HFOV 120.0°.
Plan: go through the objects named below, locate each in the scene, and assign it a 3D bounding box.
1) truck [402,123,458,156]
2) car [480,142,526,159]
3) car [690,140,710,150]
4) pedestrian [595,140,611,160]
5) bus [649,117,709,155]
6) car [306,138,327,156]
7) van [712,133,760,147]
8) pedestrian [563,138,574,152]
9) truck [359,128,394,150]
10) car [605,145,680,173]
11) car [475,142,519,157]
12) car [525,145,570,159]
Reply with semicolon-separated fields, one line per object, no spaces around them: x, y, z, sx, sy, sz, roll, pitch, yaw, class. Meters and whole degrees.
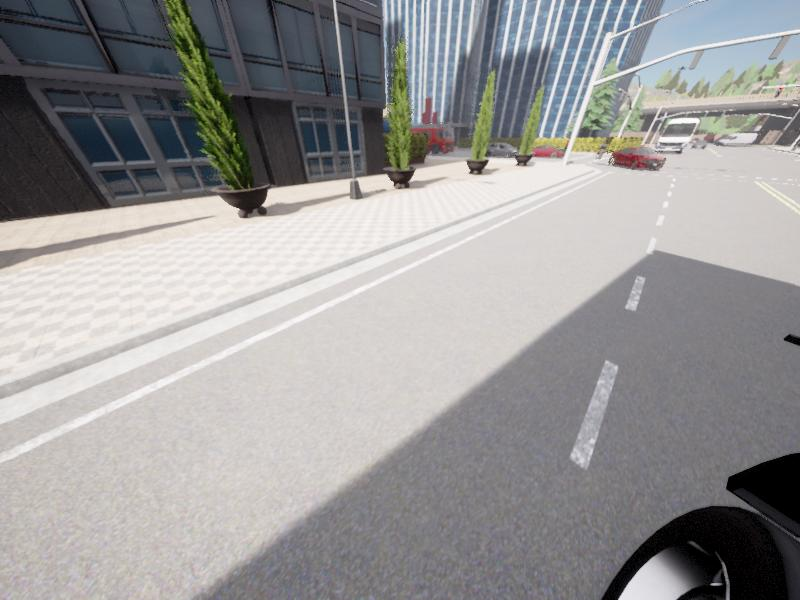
4.374;-25.189;36.318;2.891;3.827;8.468;-30;45;-35;truck
13.149;-19.261;29.691;2.242;1.667;4.611;-30;45;-35;car
58.301;-30.157;44.929;4.674;1.442;1.812;-30;45;-35;car
23.360;-17.329;26.641;0.751;1.860;0.751;21;41;28;pedestrian
42.878;-25.252;35.673;10.273;4.253;3.944;-30;45;-35;bus
-12.696;-23.686;35.604;2.390;2.098;6.274;-9;36;-11;car
78.146;-37.268;53.838;5.915;2.561;1.988;7;36;10;van
26.893;-24.751;36.882;0.751;1.860;0.751;-27;43;-32;pedestrian
-5.364;-36.497;52.468;2.891;3.827;8.468;-30;45;-35;truck
19.533;-11.712;19.024;1.882;1.535;5.008;8;36;10;car
13.846;-21.709;33.184;1.930;1.638;5.238;-30;45;-35;car
18.666;-18.905;29.393;4.181;1.385;1.994;29;44;35;car
